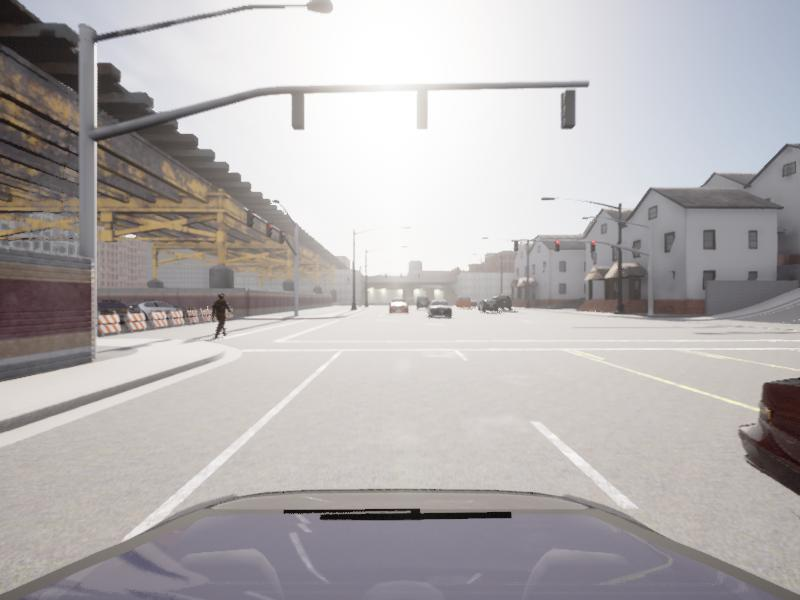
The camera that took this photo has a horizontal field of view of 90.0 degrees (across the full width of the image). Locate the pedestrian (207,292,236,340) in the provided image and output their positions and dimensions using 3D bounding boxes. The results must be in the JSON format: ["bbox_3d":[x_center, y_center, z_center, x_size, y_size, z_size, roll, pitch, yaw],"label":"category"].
[{"bbox_3d":[-7.073,0.603,15.859,0.751,1.860,0.751,0,0,10],"label":"pedestrian"}]

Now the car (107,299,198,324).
[{"bbox_3d":[-16.814,0.738,27.538,2.038,1.542,4.974,0,0,28],"label":"car"}]

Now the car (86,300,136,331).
[{"bbox_3d":[-16.009,0.749,22.174,2.038,1.542,4.974,0,0,-37],"label":"car"}]

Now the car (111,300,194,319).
[{"bbox_3d":[-16.838,0.581,27.492,1.853,1.218,4.536,0,0,28],"label":"car"}]

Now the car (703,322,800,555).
[{"bbox_3d":[3.510,0.892,0.620,2.033,1.411,5.357,0,0,0],"label":"car"}]

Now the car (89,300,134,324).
[{"bbox_3d":[-16.040,0.591,22.215,1.853,1.218,4.536,0,0,-37],"label":"car"}]

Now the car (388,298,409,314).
[{"bbox_3d":[-0.128,0.661,44.998,2.242,1.667,4.611,0,0,0],"label":"car"}]

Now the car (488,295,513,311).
[{"bbox_3d":[13.810,0.449,55.315,2.150,2.045,5.566,0,-1,0],"label":"car"}]

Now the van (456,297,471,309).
[{"bbox_3d":[10.347,0.463,65.666,1.775,1.987,4.442,0,0,-1],"label":"van"}]

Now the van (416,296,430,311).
[{"bbox_3d":[3.342,0.479,58.028,1.775,1.987,4.442,0,0,0],"label":"van"}]

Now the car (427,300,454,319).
[{"bbox_3d":[3.402,0.773,34.672,1.837,1.490,4.892,0,0,0],"label":"car"}]

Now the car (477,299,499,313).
[{"bbox_3d":[10.365,0.717,47.284,1.789,1.549,3.705,0,0,0],"label":"car"}]
